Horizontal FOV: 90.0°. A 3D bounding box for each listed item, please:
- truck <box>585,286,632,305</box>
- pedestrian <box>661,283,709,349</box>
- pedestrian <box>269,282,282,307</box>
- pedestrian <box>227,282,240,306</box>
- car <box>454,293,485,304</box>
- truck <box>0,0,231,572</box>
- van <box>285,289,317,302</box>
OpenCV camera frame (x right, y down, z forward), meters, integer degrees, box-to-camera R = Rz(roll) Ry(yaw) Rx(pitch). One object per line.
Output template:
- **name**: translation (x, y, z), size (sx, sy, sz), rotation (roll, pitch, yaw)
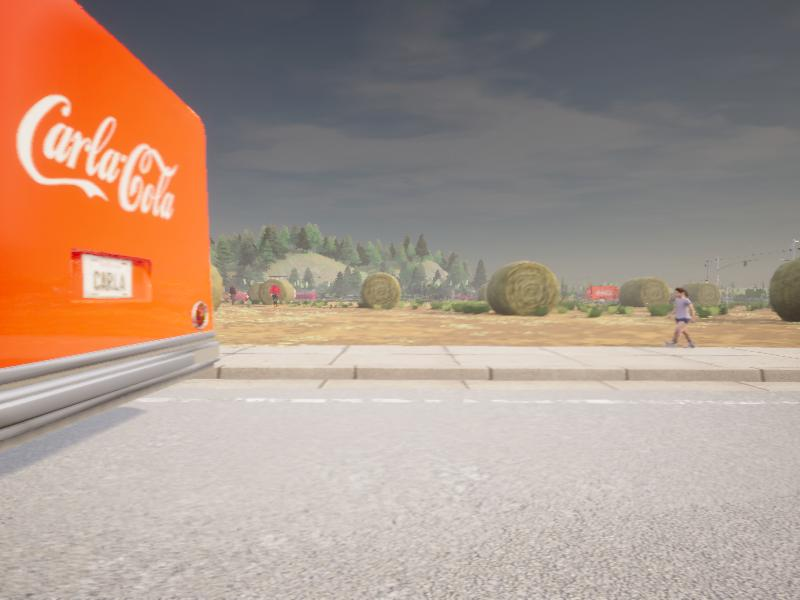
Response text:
- **truck**: translation (28.968, -0.637, 55.793), size (5.204, 2.467, 2.627), rotation (1, 1, 4)
- **pedestrian**: translation (4.962, 0.263, 6.989), size (0.500, 1.100, 0.500), rotation (0, 1, 6)
- **pedestrian**: translation (-9.285, -0.416, 29.912), size (0.751, 1.860, 0.751), rotation (0, 1, -32)
- **pedestrian**: translation (-13.283, -0.455, 31.913), size (0.751, 1.860, 0.751), rotation (1, 1, 40)
- **car**: translation (9.822, -0.237, 57.061), size (4.193, 1.474, 1.816), rotation (0, 1, 4)
- **truck**: translation (-4.083, -0.240, 2.180), size (5.204, 2.467, 2.627), rotation (0, 1, 0)
- **van**: translation (-15.374, -0.661, 62.225), size (4.442, 1.987, 1.775), rotation (0, 1, 4)
